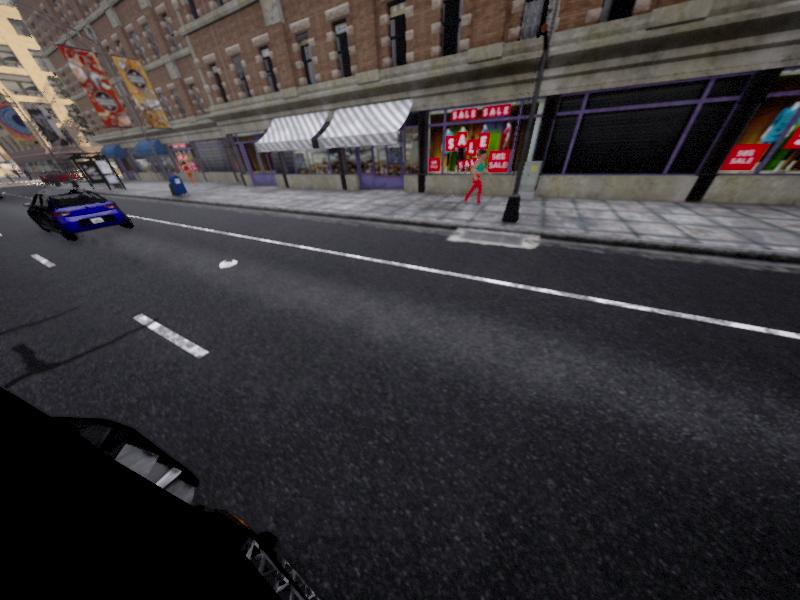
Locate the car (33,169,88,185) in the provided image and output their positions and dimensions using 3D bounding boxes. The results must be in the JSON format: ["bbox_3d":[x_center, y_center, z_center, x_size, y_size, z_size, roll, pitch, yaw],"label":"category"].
[{"bbox_3d":[-47.639,-17.347,32.547,1.789,1.549,3.705,0,33,5],"label":"car"}]

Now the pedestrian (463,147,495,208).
[{"bbox_3d":[2.839,-4.406,8.382,0.751,1.860,0.751,14,37,23],"label":"pedestrian"}]

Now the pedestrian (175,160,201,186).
[{"bbox_3d":[-18.259,-10.956,19.955,0.751,1.860,0.751,12,36,21],"label":"pedestrian"}]

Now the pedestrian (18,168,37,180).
[{"bbox_3d":[-66.662,-22.575,41.370,0.751,1.860,0.751,4,34,10],"label":"pedestrian"}]

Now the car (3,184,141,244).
[{"bbox_3d":[-12.376,-3.404,8.765,4.193,1.474,1.816,14,37,24],"label":"car"}]

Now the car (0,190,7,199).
[{"bbox_3d":[-36.698,-9.512,19.886,4.514,1.525,2.007,14,37,24],"label":"car"}]

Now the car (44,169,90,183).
[{"bbox_3d":[-51.044,-19.118,35.520,1.845,1.501,3.633,18,39,29],"label":"car"}]
